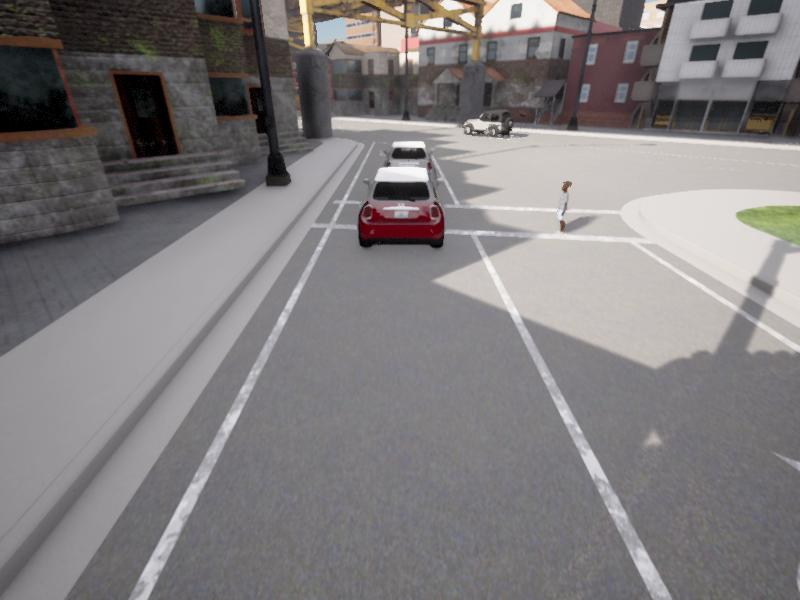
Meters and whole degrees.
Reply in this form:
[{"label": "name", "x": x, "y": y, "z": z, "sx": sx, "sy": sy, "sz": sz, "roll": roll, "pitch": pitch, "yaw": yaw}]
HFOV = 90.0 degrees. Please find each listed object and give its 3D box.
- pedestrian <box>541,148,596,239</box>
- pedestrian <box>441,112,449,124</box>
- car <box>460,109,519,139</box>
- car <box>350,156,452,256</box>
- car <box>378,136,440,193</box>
[{"label": "pedestrian", "x": 3.798, "y": -2.427, "z": 9.162, "sx": 0.751, "sy": 1.860, "sz": 0.751, "roll": 6, "pitch": 28, "yaw": 12}, {"label": "pedestrian", "x": 4.676, "y": -18.889, "z": 41.476, "sx": 0.500, "sy": 1.100, "sz": 0.500, "roll": -17, "pitch": 32, "yaw": -29}, {"label": "car", "x": 6.762, "y": -13.520, "z": 30.611, "sx": 1.905, "sy": 1.878, "sz": 3.866, "roll": -25, "pitch": 36, "yaw": -39}, {"label": "car", "x": 0.063, "y": -2.459, "z": 9.707, "sx": 1.970, "sy": 1.475, "sz": 3.806, "roll": 1, "pitch": 27, "yaw": 1}, {"label": "car", "x": 0.317, "y": -5.138, "z": 14.884, "sx": 1.970, "sy": 1.475, "sz": 3.806, "roll": 0, "pitch": 27, "yaw": 1}]
